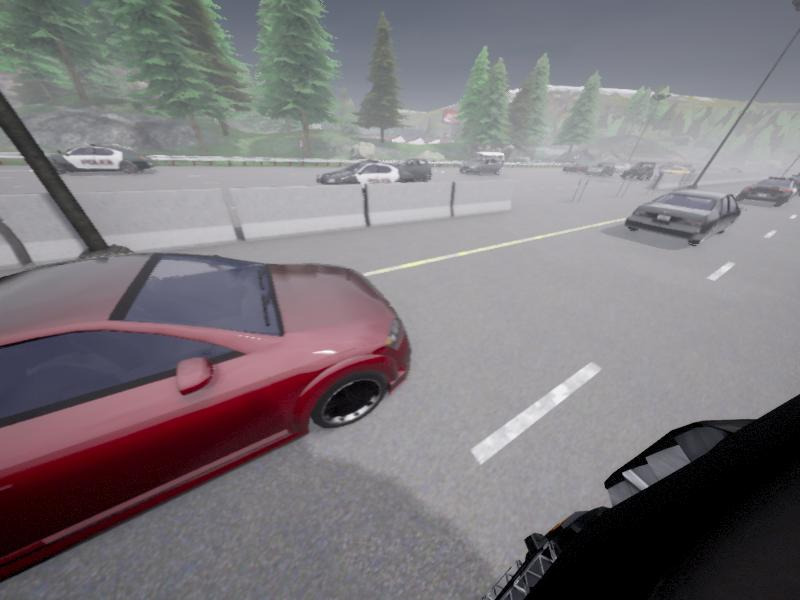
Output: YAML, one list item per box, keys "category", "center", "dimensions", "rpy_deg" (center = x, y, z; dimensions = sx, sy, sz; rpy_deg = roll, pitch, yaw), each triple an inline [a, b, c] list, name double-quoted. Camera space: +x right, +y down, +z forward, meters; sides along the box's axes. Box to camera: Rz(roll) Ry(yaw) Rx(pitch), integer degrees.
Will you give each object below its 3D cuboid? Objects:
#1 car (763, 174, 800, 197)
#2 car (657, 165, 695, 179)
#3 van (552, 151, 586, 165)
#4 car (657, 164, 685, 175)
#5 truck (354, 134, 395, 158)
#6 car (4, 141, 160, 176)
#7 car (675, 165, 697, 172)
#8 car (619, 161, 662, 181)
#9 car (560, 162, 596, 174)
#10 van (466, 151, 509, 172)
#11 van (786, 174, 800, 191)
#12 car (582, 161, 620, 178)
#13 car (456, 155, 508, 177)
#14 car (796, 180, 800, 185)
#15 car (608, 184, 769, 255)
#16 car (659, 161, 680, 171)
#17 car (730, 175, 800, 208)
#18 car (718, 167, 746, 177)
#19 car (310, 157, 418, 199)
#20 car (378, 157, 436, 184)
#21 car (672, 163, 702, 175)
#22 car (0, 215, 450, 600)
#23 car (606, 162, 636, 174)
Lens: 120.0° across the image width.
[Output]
- category: "car"
  center: [35.841, -10.485, 21.027]
  dimensions: [4.974, 1.542, 2.038]
  rpy_deg: [-16, 38, -26]
- category: "car"
  center: [39.168, -18.187, 32.799]
  dimensions: [5.366, 1.575, 1.801]
  rpy_deg: [-16, 38, -26]
- category: "van"
  center: [41.570, -35.035, 57.008]
  dimensions: [1.988, 2.561, 5.915]
  rpy_deg: [-16, 38, -26]
- category: "car"
  center: [47.353, -22.727, 40.341]
  dimensions: [3.806, 1.475, 1.970]
  rpy_deg: [-16, 38, -26]
- category: "truck"
  center: [-5.437, -32.984, 49.553]
  dimensions: [8.468, 3.827, 2.891]
  rpy_deg: [-1, 34, -6]
- category: "car"
  center: [-18.280, -8.442, 13.838]
  dimensions: [4.974, 1.542, 2.038]
  rpy_deg: [-16, 38, -26]
- category: "car"
  center: [65.412, -30.077, 52.892]
  dimensions: [4.718, 1.301, 1.895]
  rpy_deg: [-16, 38, -26]
- category: "car"
  center: [28.250, -15.187, 27.185]
  dimensions: [3.866, 1.878, 1.905]
  rpy_deg: [-16, 38, -26]
- category: "car"
  center: [24.967, -18.489, 32.425]
  dimensions: [4.718, 1.301, 1.895]
  rpy_deg: [-16, 38, -26]
- category: "van"
  center: [10.735, -16.958, 28.374]
  dimensions: [4.480, 2.038, 2.069]
  rpy_deg: [-16, 38, -26]
- category: "van"
  center: [45.963, -13.644, 25.636]
  dimensions: [5.915, 2.561, 1.988]
  rpy_deg: [-18, 39, -28]
- category: "car"
  center: [25.411, -16.501, 29.197]
  dimensions: [3.988, 1.617, 1.851]
  rpy_deg: [-16, 38, -26]
- category: "car"
  center: [8.471, -13.912, 23.960]
  dimensions: [4.611, 1.667, 2.242]
  rpy_deg: [-16, 38, -26]
- category: "car"
  center: [58.169, -16.876, 32.331]
  dimensions: [4.514, 1.525, 2.007]
  rpy_deg: [-16, 38, -26]
- category: "car"
  center: [10.007, -3.026, 7.993]
  dimensions: [5.357, 1.411, 2.033]
  rpy_deg: [-16, 38, -26]
- category: "car"
  center: [65.397, -32.548, 56.089]
  dimensions: [3.866, 1.878, 1.905]
  rpy_deg: [-16, 38, -26]
- category: "car"
  center: [25.082, -7.401, 15.585]
  dimensions: [4.974, 1.542, 2.038]
  rpy_deg: [-16, 38, -26]
- category: "car"
  center: [68.953, -26.618, 47.942]
  dimensions: [5.027, 1.651, 2.152]
  rpy_deg: [-16, 38, -26]
- category: "car"
  center: [-1.769, -6.440, 12.096]
  dimensions: [4.974, 1.542, 2.038]
  rpy_deg: [-16, 38, -26]
- category: "car"
  center: [0.499, -9.348, 16.628]
  dimensions: [3.633, 1.501, 1.845]
  rpy_deg: [-16, 38, -26]
- category: "car"
  center: [54.382, -24.872, 43.805]
  dimensions: [4.553, 1.767, 2.097]
  rpy_deg: [-16, 38, -26]
- category: "car"
  center: [-1.952, 0.405, 1.949]
  dimensions: [4.181, 1.385, 1.994]
  rpy_deg: [-16, 38, -26]
- category: "car"
  center: [36.587, -21.878, 38.264]
  dimensions: [4.674, 1.442, 1.812]
  rpy_deg: [-16, 38, -26]
